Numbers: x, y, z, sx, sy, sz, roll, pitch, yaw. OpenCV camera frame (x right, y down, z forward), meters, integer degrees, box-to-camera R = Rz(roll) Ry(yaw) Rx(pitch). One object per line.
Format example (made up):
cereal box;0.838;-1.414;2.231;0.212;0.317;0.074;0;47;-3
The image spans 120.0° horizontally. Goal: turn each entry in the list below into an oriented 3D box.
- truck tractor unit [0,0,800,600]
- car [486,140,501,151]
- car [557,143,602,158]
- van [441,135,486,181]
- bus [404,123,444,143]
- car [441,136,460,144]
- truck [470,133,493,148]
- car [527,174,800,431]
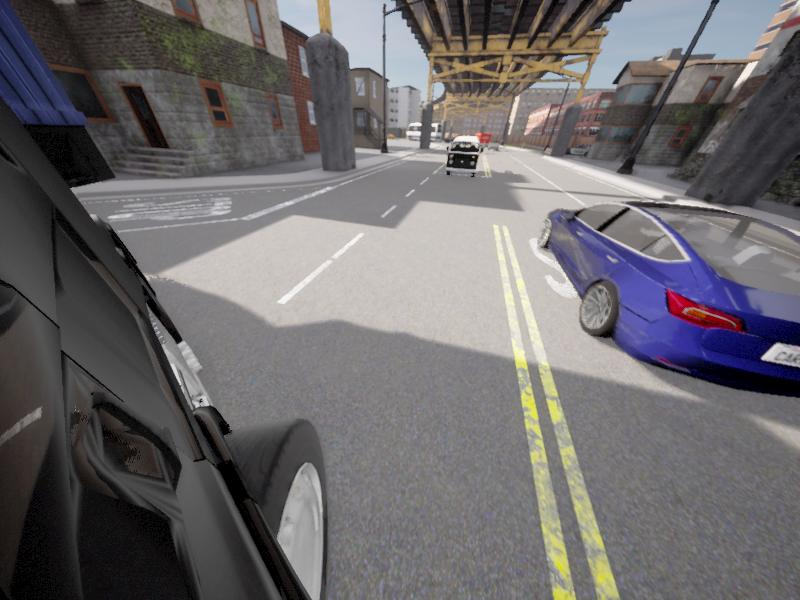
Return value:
truck tractor unit;-2.645;-0.295;0.351;6.516;4.208;3.053;28;44;30
car;16.744;-27.904;41.620;1.845;1.501;3.633;9;37;9
car;27.360;-22.939;35.408;2.038;1.542;4.974;-29;46;-35
van;4.110;-9.148;14.709;2.069;2.038;4.480;11;38;12
bus;6.792;-48.567;67.015;10.273;4.253;3.944;22;41;25
car;13.589;-43.233;62.458;1.837;1.490;4.892;-22;43;-30
truck;17.876;-35.245;50.953;2.627;2.467;5.204;-1;36;-5
car;3.885;-0.809;3.751;2.163;1.488;4.792;11;37;11
